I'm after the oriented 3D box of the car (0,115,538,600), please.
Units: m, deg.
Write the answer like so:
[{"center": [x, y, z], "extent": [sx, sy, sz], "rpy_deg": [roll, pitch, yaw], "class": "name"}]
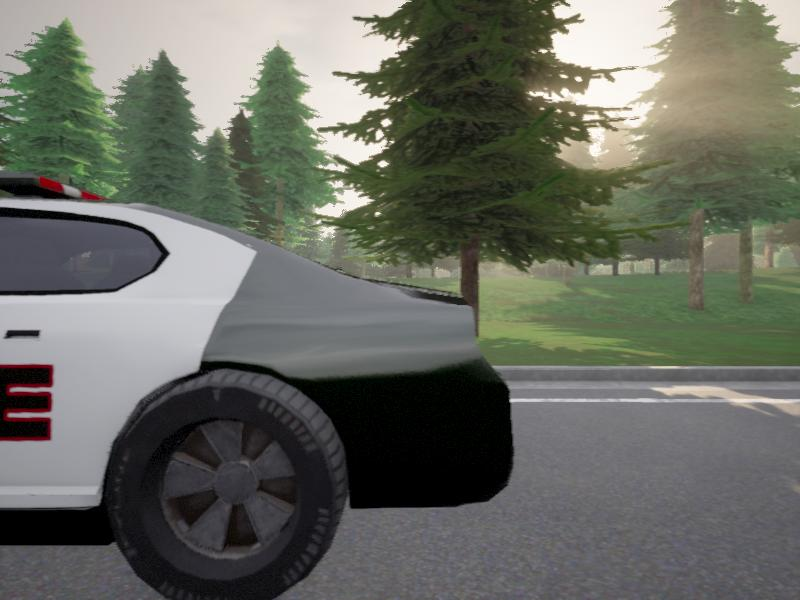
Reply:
[{"center": [-2.081, 0.223, 2.201], "extent": [4.974, 1.542, 2.038], "rpy_deg": [0, 0, 0], "class": "car"}]
